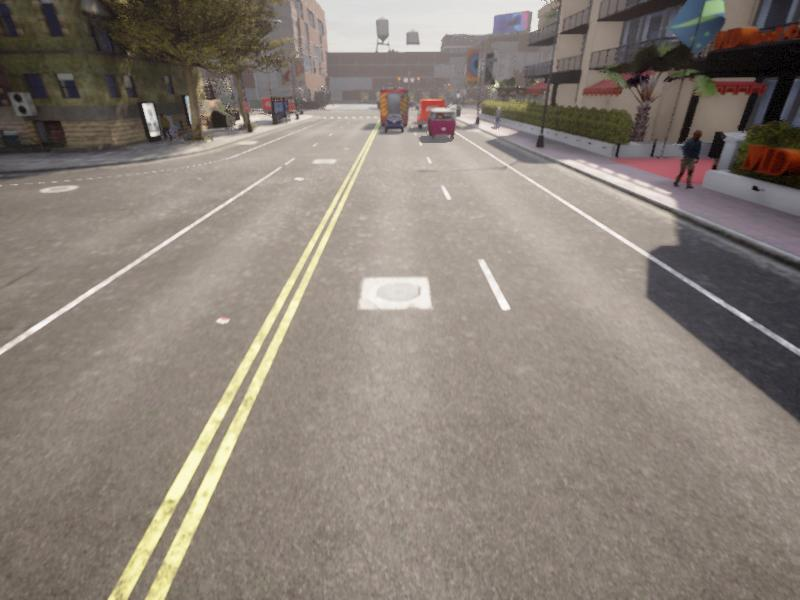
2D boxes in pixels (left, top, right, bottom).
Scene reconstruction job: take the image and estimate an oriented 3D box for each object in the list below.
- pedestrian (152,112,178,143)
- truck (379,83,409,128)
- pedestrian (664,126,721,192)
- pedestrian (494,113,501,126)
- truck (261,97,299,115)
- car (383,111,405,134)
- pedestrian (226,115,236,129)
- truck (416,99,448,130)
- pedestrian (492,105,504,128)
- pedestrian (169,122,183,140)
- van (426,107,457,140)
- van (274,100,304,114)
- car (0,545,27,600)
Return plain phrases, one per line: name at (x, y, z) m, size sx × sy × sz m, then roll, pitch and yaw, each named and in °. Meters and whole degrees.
pedestrian at (-15.452, -11.351, 26.313) m, size 0.751 × 1.860 × 0.751 m, roll 8°, pitch 28°, yaw 15°
truck at (-0.614, -20.653, 42.340) m, size 2.891 × 3.827 × 8.468 m, roll -1°, pitch 27°, yaw 0°
pedestrian at (9.227, -4.470, 12.690) m, size 0.751 × 1.860 × 0.751 m, roll 4°, pitch 28°, yaw 8°
pedestrian at (9.260, -17.169, 38.056) m, size 0.500 × 1.100 × 0.500 m, roll -1°, pitch 27°, yaw -1°
truck at (-19.705, -31.993, 65.973) m, size 5.204 × 2.467 × 2.627 m, roll 1°, pitch 27°, yaw 4°
car at (-0.499, -15.548, 34.943) m, size 1.789 × 1.549 × 3.705 m, roll -1°, pitch 27°, yaw 0°
pedestrian at (-15.594, -16.432, 36.960) m, size 0.500 × 1.100 × 0.500 m, roll -1°, pitch 27°, yaw -1°
truck at (2.947, -17.826, 38.296) m, size 2.627 × 2.467 × 5.204 m, roll -1°, pitch 27°, yaw 0°
pedestrian at (8.841, -16.588, 36.111) m, size 0.751 × 1.860 × 0.751 m, roll -1°, pitch 27°, yaw -1°
pedestrian at (-15.780, -11.892, 28.189) m, size 0.500 × 1.100 × 0.500 m, roll -4°, pitch 28°, yaw -7°
van at (3.066, -13.358, 30.193) m, size 1.775 × 1.987 × 4.442 m, roll -1°, pitch 27°, yaw 0°
van at (-19.132, -33.432, 69.223) m, size 4.480 × 2.038 × 2.069 m, roll 0°, pitch 27°, yaw 0°
car at (-3.506, 2.441, 0.286) m, size 1.837 × 1.490 × 4.892 m, roll -1°, pitch 27°, yaw -1°
